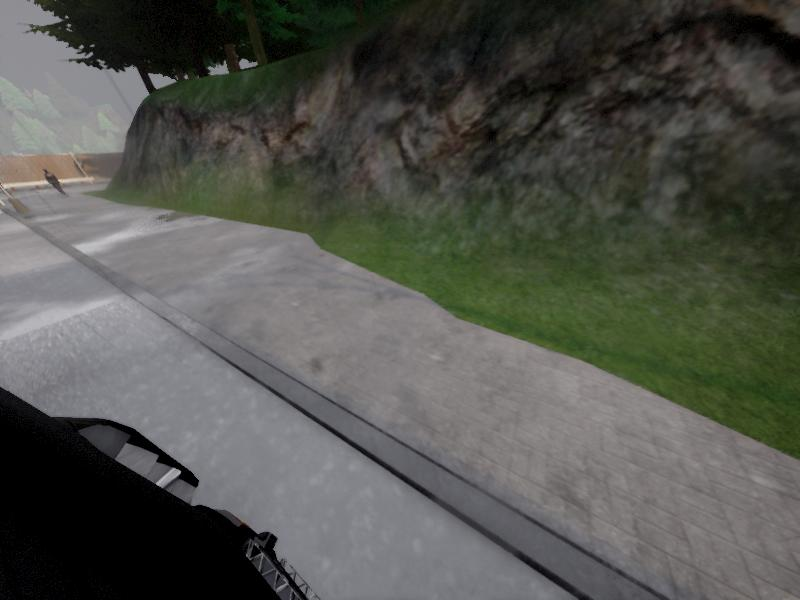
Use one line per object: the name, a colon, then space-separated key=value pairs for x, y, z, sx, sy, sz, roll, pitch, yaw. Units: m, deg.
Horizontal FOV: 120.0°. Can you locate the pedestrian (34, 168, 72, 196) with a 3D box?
pedestrian: x=-26.908 y=-9.169 z=17.948 sx=0.751 sy=1.860 sz=0.751 roll=15 pitch=37 yaw=25
